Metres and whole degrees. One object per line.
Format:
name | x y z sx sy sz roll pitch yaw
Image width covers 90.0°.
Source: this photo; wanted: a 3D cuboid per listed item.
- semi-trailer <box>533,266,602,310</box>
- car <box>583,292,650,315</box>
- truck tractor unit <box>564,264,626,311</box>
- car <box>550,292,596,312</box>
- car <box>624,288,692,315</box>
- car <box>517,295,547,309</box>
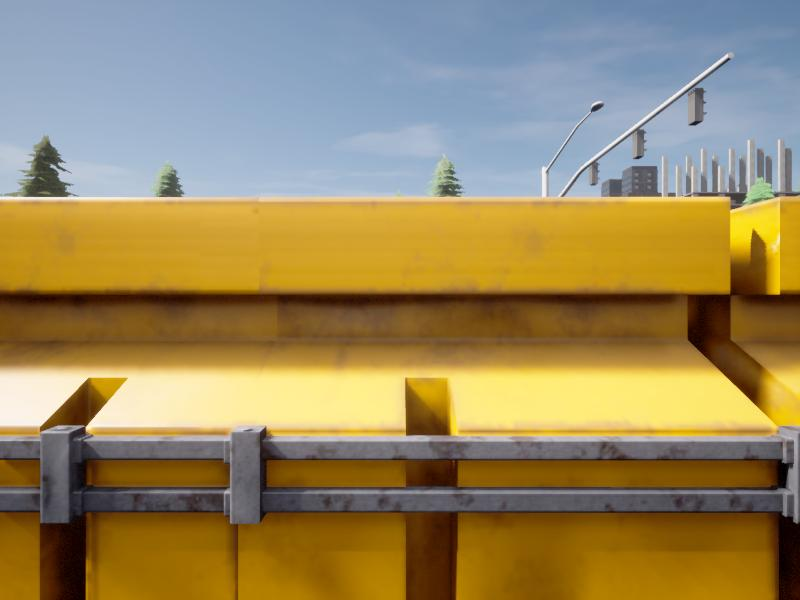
semi-trailer | 19.115 -1.221 47.057 2.717 4.402 14.254 0 0 2
car | 14.937 0.233 27.992 2.128 1.511 4.902 0 0 2
truck tractor unit | 18.799 -1.119 39.152 3.053 4.208 6.516 0 0 2
car | 15.170 0.168 35.364 1.930 1.638 5.238 0 0 2
car | 18.474 0.091 28.975 2.097 1.767 4.553 0 0 2
car | 15.541 0.226 47.291 2.038 1.542 4.974 0 0 1
